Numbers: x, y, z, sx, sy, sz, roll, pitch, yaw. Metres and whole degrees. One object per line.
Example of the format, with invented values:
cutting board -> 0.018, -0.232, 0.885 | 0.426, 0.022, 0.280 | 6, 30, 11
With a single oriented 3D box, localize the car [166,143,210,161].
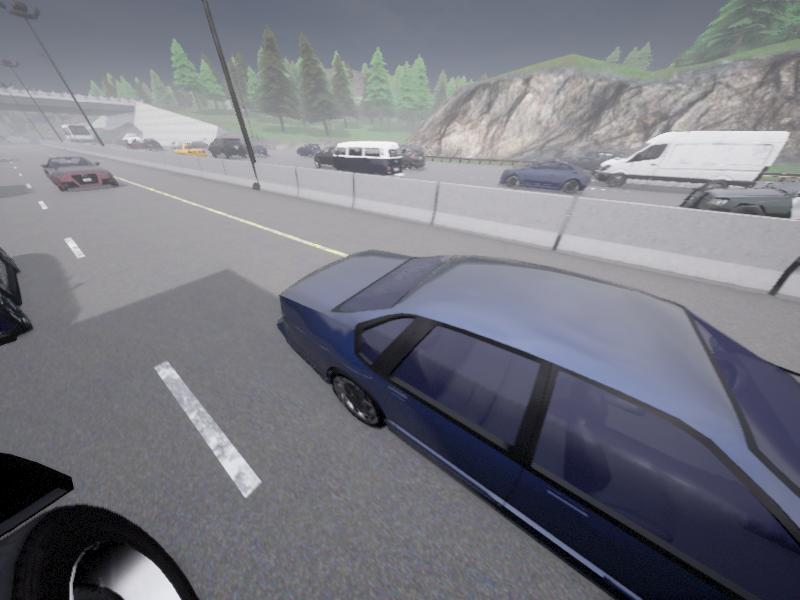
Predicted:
car -> -24.530, -17.210, 26.732 | 5.366, 1.575, 1.801 | 22, 41, 28

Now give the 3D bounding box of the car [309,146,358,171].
car -> -5.615, -12.009, 19.549 | 3.705, 1.549, 1.789 | 22, 41, 28

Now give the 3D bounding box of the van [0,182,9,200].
van -> -19.116, -5.387, 9.619 | 4.480, 2.038, 2.069 | 21, 40, 28

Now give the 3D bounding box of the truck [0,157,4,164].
truck -> -40.894, -14.368, 21.782 | 5.204, 2.467, 2.627 | 22, 41, 28

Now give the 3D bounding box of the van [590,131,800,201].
van -> 13.884, -6.992, 11.752 | 5.915, 2.561, 1.988 | 22, 41, 27

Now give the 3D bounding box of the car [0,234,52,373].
car -> -7.000, -0.328, 2.899 | 4.856, 1.649, 2.033 | 22, 40, 28

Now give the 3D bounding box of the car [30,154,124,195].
car -> -16.582, -6.547, 11.861 | 4.181, 1.385, 1.994 | 22, 41, 28

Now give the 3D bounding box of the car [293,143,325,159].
car -> -11.839, -19.424, 30.032 | 3.633, 1.501, 1.845 | 22, 41, 27

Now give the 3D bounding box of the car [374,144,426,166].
car -> -0.046, -14.716, 23.335 | 4.611, 1.667, 2.242 | 22, 41, 28

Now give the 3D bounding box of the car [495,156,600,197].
car -> 7.592, -6.599, 12.151 | 4.181, 1.385, 1.994 | 22, 41, 28

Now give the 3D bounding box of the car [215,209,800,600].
car -> 1.197, 0.626, 1.822 | 5.357, 1.411, 2.033 | 22, 41, 28

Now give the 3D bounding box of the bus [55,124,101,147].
bus -> -78.405, -39.990, 56.240 | 10.273, 4.253, 3.944 | 22, 41, 28

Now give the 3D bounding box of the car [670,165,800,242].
car -> 11.581, -2.594, 6.375 | 4.974, 1.542, 2.038 | 22, 41, 27

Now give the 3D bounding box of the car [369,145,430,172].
car -> -0.095, -12.284, 19.884 | 4.611, 1.667, 2.242 | 22, 41, 28

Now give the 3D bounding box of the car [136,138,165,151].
car -> -44.986, -28.051, 41.671 | 4.605, 1.855, 1.932 | 22, 41, 27

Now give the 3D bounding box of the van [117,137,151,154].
van -> -41.862, -24.402, 36.380 | 4.480, 2.038, 2.069 | 22, 41, 28

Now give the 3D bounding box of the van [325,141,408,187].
van -> -1.971, -8.283, 13.871 | 4.480, 2.038, 2.069 | 22, 41, 28

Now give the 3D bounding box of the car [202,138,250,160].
car -> -21.209, -18.513, 28.205 | 5.566, 2.045, 2.150 | 22, 41, 28

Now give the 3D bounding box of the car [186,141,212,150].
car -> -40.010, -30.752, 45.966 | 5.357, 1.411, 2.033 | 22, 41, 28

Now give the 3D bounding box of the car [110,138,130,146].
car -> -75.868, -42.842, 62.672 | 4.611, 1.667, 2.242 | 22, 41, 28

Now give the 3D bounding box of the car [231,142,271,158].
car -> -20.075, -20.335, 31.169 | 5.027, 1.651, 2.152 | 22, 41, 28

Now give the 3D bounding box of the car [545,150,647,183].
car -> 13.161, -9.314, 15.931 | 4.902, 1.511, 2.128 | 22, 41, 28

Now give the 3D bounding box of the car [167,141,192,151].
car -> -41.105, -28.759, 43.086 | 4.674, 1.442, 1.812 | 22, 41, 28
